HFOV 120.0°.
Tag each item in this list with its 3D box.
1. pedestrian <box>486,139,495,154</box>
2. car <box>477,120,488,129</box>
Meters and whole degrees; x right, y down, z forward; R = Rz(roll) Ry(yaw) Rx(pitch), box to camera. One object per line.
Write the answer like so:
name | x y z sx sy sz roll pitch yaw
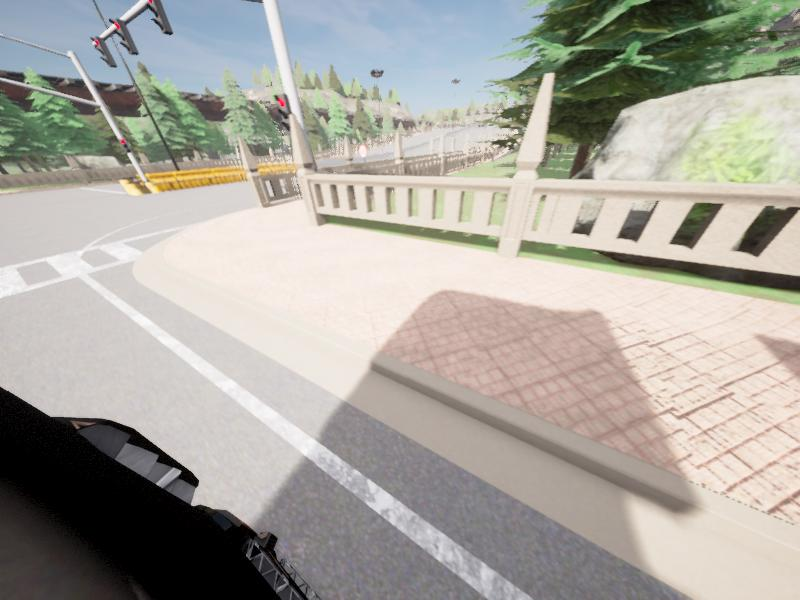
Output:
pedestrian | 13.785 -23.365 35.195 0.751 1.860 0.751 16 38 26
car | 27.284 -58.143 76.434 2.097 1.767 4.553 16 45 26
